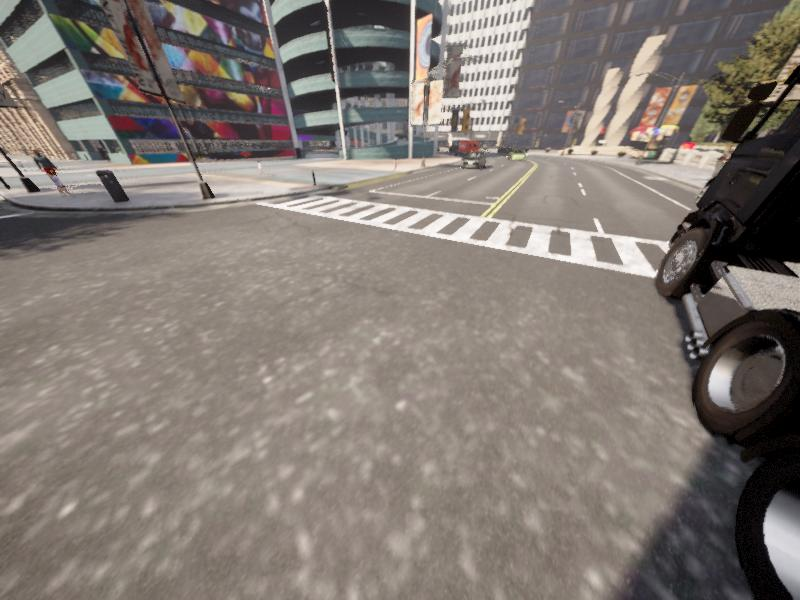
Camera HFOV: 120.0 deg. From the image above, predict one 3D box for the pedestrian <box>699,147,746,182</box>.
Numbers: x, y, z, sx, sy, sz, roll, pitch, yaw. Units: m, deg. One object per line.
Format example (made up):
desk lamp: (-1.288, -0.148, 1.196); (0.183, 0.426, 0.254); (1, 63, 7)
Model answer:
pedestrian: (20.324, -8.560, 14.610); (0.751, 1.860, 0.751); (17, 38, 23)

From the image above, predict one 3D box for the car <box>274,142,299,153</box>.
car: (-28.149, -37.851, 57.295); (5.566, 2.045, 2.435); (18, 38, 24)

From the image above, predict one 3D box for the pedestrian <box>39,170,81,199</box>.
pedestrian: (-15.371, -5.234, 10.474); (0.500, 1.100, 0.500); (12, 36, 17)

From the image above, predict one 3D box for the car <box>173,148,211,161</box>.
car: (-30.561, -21.461, 33.952); (4.902, 1.511, 2.128); (18, 38, 24)

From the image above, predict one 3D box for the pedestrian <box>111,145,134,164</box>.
pedestrian: (-32.388, -16.957, 26.989); (0.751, 1.860, 0.751); (8, 35, 11)

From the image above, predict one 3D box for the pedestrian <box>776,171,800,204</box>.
pedestrian: (16.799, -4.931, 9.311); (0.751, 1.860, 0.751); (21, 40, 28)

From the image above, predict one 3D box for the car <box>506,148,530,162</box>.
car: (16.807, -20.791, 33.101); (2.007, 1.525, 4.514); (8, 35, 11)

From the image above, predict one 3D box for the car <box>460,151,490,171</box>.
car: (7.591, -14.068, 23.264); (1.789, 1.549, 3.705); (17, 38, 24)

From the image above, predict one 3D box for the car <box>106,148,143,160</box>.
car: (-42.672, -22.635, 35.757); (4.786, 1.482, 2.161); (18, 38, 24)

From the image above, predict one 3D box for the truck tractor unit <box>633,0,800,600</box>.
truck tractor unit: (4.610, -0.625, 1.255); (3.053, 4.208, 6.516); (23, 41, 30)

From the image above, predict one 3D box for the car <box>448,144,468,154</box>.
car: (13.880, -36.482, 55.728); (1.932, 1.855, 4.605); (-16, 37, -22)

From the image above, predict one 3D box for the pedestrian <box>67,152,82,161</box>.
pedestrian: (-43.727, -19.281, 31.048); (0.500, 1.100, 0.500); (3, 35, 5)

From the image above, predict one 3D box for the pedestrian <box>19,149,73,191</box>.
pedestrian: (-18.628, -6.900, 12.241); (0.751, 1.860, 0.751); (26, 42, 33)

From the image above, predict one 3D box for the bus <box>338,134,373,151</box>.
bus: (-14.180, -50.327, 73.898); (10.273, 4.253, 3.944); (18, 38, 24)

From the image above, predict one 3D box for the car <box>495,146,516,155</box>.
car: (23.318, -33.247, 51.226); (1.851, 1.617, 3.988); (-9, 35, -12)

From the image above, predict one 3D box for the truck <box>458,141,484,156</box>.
truck: (14.059, -30.447, 46.358); (2.627, 2.467, 5.204); (-6, 36, -10)

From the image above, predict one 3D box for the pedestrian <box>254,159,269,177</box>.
pedestrian: (-10.201, -9.713, 17.014); (0.500, 1.100, 0.500); (24, 41, 31)
